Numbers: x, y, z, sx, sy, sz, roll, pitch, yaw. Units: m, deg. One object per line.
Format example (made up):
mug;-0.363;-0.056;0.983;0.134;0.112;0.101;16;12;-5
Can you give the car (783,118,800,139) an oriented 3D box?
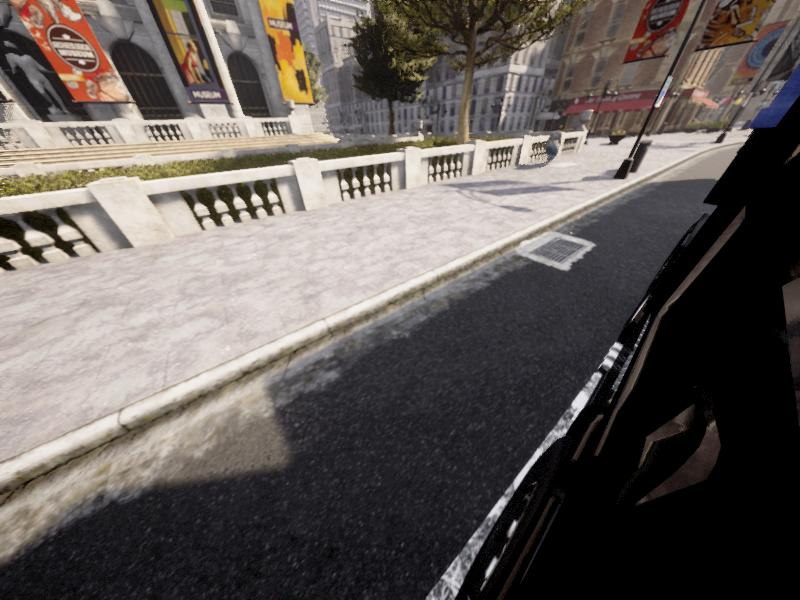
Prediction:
car;37.104;-15.103;20.174;4.674;1.452;2.002;-13;38;-13

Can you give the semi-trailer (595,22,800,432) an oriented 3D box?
semi-trailer;8.854;-3.499;4.060;14.254;4.402;2.717;-26;43;-28

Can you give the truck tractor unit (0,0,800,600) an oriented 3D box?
truck tractor unit;2.645;-0.295;0.351;6.516;4.208;3.053;-28;44;-30

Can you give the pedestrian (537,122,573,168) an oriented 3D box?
pedestrian;7.945;-7.991;11.953;0.751;1.860;0.751;-19;40;-21
